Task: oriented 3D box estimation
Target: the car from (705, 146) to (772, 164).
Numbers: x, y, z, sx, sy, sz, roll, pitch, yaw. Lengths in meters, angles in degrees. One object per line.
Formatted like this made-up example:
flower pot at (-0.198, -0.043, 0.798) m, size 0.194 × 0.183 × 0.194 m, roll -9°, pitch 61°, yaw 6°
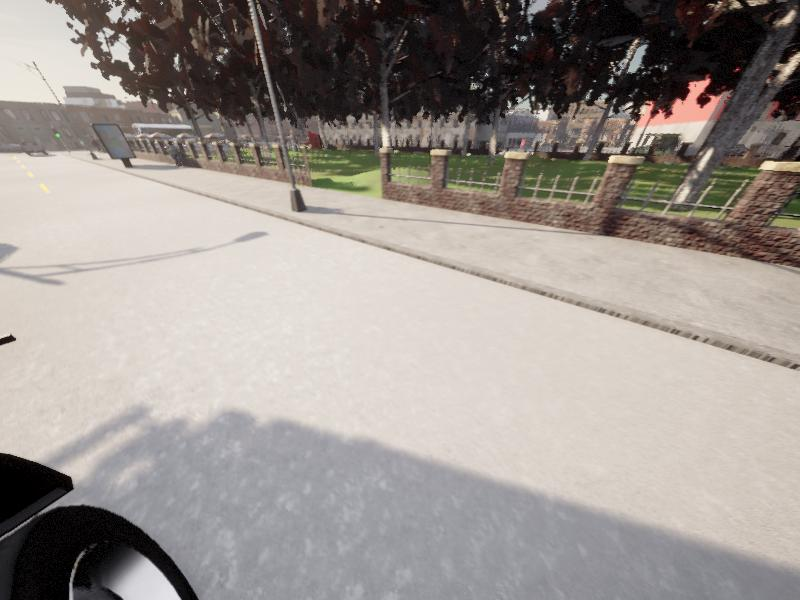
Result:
car at (38.380, -16.536, 26.342) m, size 3.705 × 1.549 × 1.789 m, roll 22°, pitch 41°, yaw 28°

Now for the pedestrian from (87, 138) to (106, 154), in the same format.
pedestrian at (-42.069, -21.420, 32.065) m, size 0.751 × 1.860 × 0.751 m, roll 21°, pitch 40°, yaw 27°

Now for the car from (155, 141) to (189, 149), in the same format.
car at (-48.785, -33.247, 49.506) m, size 1.895 × 1.301 × 4.718 m, roll 22°, pitch 41°, yaw 28°

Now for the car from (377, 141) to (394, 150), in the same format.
car at (-3.353, -36.224, 54.083) m, size 3.633 × 1.501 × 1.845 m, roll 22°, pitch 41°, yaw 28°

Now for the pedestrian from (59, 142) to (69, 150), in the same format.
pedestrian at (-59.938, -27.488, 41.190) m, size 0.500 × 1.100 × 0.500 m, roll -21°, pitch 40°, yaw -27°

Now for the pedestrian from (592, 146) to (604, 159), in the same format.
pedestrian at (24.982, -18.608, 29.161) m, size 0.751 × 1.300 × 0.751 m, roll 22°, pitch 41°, yaw 28°

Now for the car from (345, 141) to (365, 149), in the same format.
car at (-11.426, -39.365, 58.751) m, size 4.902 × 1.511 × 2.128 m, roll 22°, pitch 41°, yaw 28°

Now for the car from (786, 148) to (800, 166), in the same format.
car at (43.896, -14.264, 23.221) m, size 4.892 × 1.490 × 1.837 m, roll 22°, pitch 40°, yaw 27°

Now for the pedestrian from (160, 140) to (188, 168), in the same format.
pedestrian at (-17.902, -11.594, 18.356) m, size 0.751 × 1.860 × 0.751 m, roll 22°, pitch 41°, yaw 28°

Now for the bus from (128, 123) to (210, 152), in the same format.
bus at (-45.954, -32.733, 46.606) m, size 3.944 × 4.253 × 10.273 m, roll 22°, pitch 41°, yaw 28°

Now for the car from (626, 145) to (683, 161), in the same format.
car at (32.487, -18.923, 29.700) m, size 4.514 × 1.525 × 2.007 m, roll 22°, pitch 41°, yaw 28°

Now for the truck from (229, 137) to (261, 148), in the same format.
truck at (-39.970, -40.752, 59.733) m, size 2.390 × 2.098 × 6.274 m, roll 22°, pitch 41°, yaw 28°

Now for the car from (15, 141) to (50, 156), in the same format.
car at (-49.558, -20.451, 31.148) m, size 3.633 × 1.501 × 1.845 m, roll 22°, pitch 40°, yaw 28°

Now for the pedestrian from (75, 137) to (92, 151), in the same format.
pedestrian at (-50.737, -24.977, 37.034) m, size 0.751 × 1.860 × 0.751 m, roll 27°, pitch 43°, yaw 32°

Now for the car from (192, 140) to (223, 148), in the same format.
car at (-44.960, -36.508, 53.953) m, size 1.882 × 1.535 × 5.008 m, roll 22°, pitch 41°, yaw 28°

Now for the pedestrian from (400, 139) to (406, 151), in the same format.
pedestrian at (0.612, -28.823, 42.949) m, size 0.751 × 1.860 × 0.751 m, roll 26°, pitch 43°, yaw 32°

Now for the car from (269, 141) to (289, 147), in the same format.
car at (-34.129, -44.209, 65.422) m, size 4.514 × 1.525 × 2.007 m, roll -19°, pitch 40°, yaw -26°

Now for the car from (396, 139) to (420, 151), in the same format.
car at (1.590, -31.625, 47.145) m, size 4.605 × 1.855 × 1.932 m, roll 21°, pitch 40°, yaw 28°

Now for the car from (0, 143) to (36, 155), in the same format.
car at (-58.911, -22.656, 34.650) m, size 4.674 × 1.442 × 1.812 m, roll -2°, pitch 35°, yaw -4°

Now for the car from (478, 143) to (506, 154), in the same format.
car at (15.549, -25.793, 39.338) m, size 3.806 × 1.475 × 1.970 m, roll 22°, pitch 41°, yaw 28°

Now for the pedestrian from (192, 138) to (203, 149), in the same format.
pedestrian at (-40.580, -31.411, 46.261) m, size 0.751 × 1.860 × 0.751 m, roll 8°, pitch 36°, yaw 11°
